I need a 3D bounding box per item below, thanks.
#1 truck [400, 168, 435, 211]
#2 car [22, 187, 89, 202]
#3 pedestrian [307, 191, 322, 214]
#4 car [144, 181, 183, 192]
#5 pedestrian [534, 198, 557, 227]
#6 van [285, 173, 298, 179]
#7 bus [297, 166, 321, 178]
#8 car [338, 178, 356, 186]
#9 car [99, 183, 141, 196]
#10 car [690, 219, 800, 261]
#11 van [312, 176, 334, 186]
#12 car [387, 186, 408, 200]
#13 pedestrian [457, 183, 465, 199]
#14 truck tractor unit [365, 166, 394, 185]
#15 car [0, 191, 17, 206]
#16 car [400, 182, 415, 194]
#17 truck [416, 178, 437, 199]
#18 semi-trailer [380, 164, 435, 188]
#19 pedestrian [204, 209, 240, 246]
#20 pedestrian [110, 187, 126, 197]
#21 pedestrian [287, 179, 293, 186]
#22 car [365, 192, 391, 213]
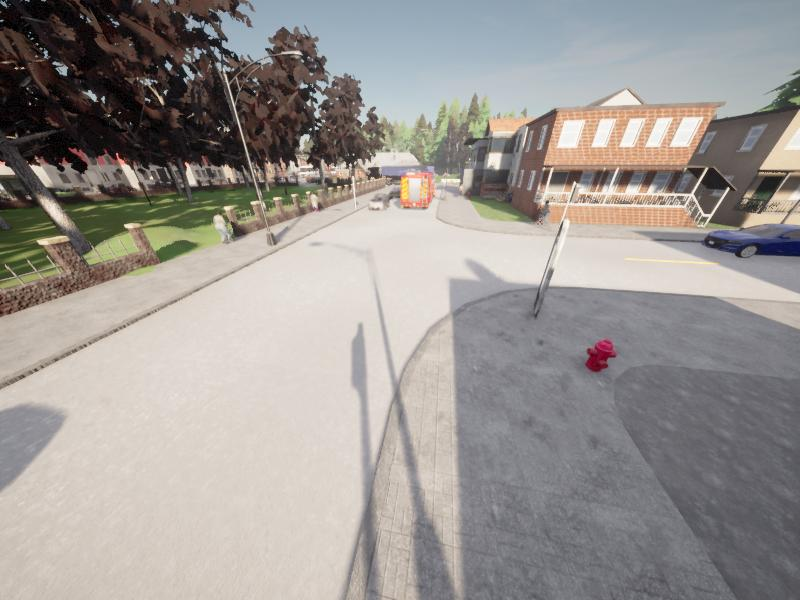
[{"bbox_3d":[2.258,-13.068,26.816,2.891,3.827,8.468,6,30,10],"label":"truck"},{"bbox_3d":[-46.697,-14.440,31.490,2.007,1.525,4.514,5,30,9],"label":"car"},{"bbox_3d":[-8.074,-9.192,21.809,0.751,1.860,0.751,5,30,9],"label":"pedestrian"},{"bbox_3d":[-44.278,-21.282,43.373,1.837,1.490,4.892,5,30,8],"label":"car"},{"bbox_3d":[10.676,-6.409,16.972,0.751,1.860,0.751,4,30,7],"label":"pedestrian"},{"bbox_3d":[-39.840,-45.636,85.065,1.775,1.987,4.442,5,30,9],"label":"van"},{"bbox_3d":[-37.413,-53.078,95.690,3.944,4.253,10.273,5,30,9],"label":"bus"},{"bbox_3d":[-12.908,-28.897,56.527,3.633,1.501,1.845,5,30,9],"label":"car"},{"bbox_3d":[-45.449,-17.993,37.616,1.789,1.549,3.705,5,30,9],"label":"car"},{"bbox_3d":[19.056,-3.073,11.791,5.008,1.535,1.882,5,30,9],"label":"car"},{"bbox_3d":[-19.021,-29.661,57.340,4.480,2.038,2.069,5,30,9],"label":"van"},{"bbox_3d":[-0.296,-15.651,33.720,2.033,1.411,5.357,5,30,8],"label":"car"},{"bbox_3d":[8.455,-15.105,32.051,0.751,1.860,0.751,6,31,10],"label":"pedestrian"},{"bbox_3d":[-4.962,-31.431,58.222,6.516,4.208,3.053,6,31,10],"label":"truck tractor unit"},{"bbox_3d":[-47.776,-11.353,26.194,1.970,1.475,3.806,5,30,9],"label":"car"},{"bbox_3d":[1.398,-20.202,41.415,1.801,1.575,5.366,5,30,9],"label":"car"},{"bbox_3d":[4.071,-16.875,34.767,2.627,2.467,5.204,5,30,9],"label":"truck"},{"bbox_3d":[1.343,-29.302,54.327,14.254,4.402,2.717,24,37,36],"label":"semi-trailer"},{"bbox_3d":[-9.893,-4.053,12.909,0.751,1.860,0.751,5,30,9],"label":"pedestrian"},{"bbox_3d":[-41.323,-15.837,33.878,0.751,1.300,0.751,5,30,9],"label":"pedestrian"},{"bbox_3d":[-25.580,-27.355,53.831,0.751,1.300,0.751,5,30,8],"label":"pedestrian"},{"bbox_3d":[-2.198,-10.393,24.479,1.845,1.501,3.633,5,30,8],"label":"car"}]
